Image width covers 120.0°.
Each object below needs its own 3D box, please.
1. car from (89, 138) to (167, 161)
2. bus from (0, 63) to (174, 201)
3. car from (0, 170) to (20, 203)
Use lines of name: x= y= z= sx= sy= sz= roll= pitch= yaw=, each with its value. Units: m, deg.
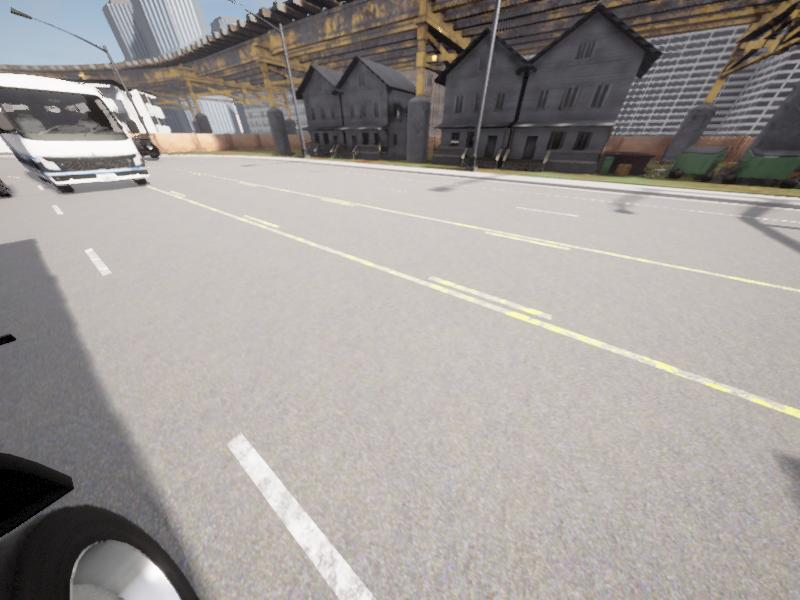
car: x=-29.700 y=-16.576 z=25.367 sx=5.566 sy=2.045 sz=2.150 roll=4 pitch=35 yaw=6
bus: x=-17.477 y=-8.457 z=12.052 sx=10.273 sy=4.253 sz=3.944 roll=21 pitch=40 yaw=26
car: x=-18.755 y=-5.177 z=9.868 sx=5.357 sy=1.411 sz=2.033 roll=22 pitch=41 yaw=28
